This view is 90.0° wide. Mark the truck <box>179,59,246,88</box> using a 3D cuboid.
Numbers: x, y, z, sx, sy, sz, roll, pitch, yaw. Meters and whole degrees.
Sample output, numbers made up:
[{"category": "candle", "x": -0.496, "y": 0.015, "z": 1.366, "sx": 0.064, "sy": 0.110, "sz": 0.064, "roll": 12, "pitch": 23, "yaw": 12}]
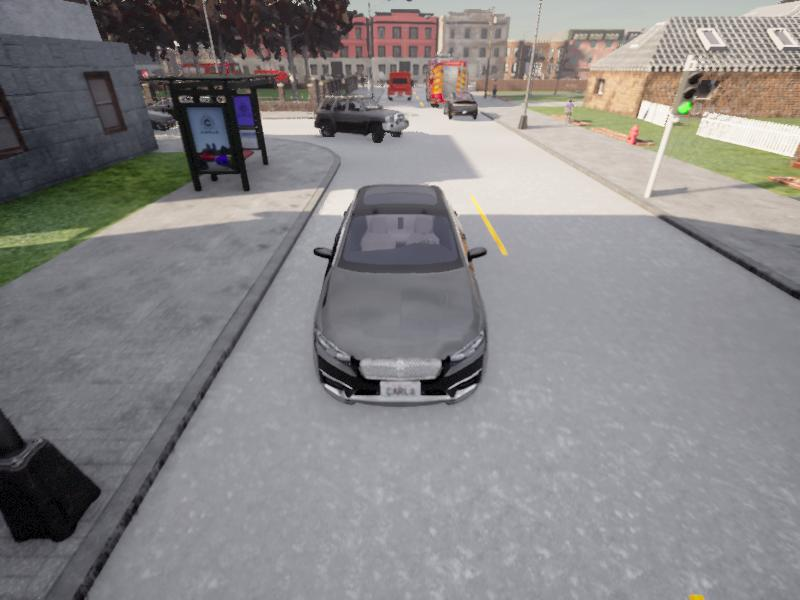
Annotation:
[{"category": "truck", "x": -29.049, "y": -35.266, "z": 62.396, "sx": 8.468, "sy": 3.827, "sz": 2.891, "roll": 0, "pitch": 30, "yaw": 0}]

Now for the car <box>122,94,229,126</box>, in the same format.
[{"category": "car", "x": -13.230, "y": -11.358, "z": 23.877, "sx": 4.902, "sy": 1.511, "sz": 2.128, "roll": 0, "pitch": 30, "yaw": 0}]

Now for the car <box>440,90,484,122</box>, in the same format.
[{"category": "car", "x": 3.998, "y": -12.961, "z": 26.613, "sx": 2.128, "sy": 1.511, "sz": 4.902, "roll": 0, "pitch": 30, "yaw": 0}]

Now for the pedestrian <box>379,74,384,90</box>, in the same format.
[{"category": "pedestrian", "x": -2.551, "y": -30.269, "z": 55.557, "sx": 0.751, "sy": 1.860, "sz": 0.751, "roll": -1, "pitch": 30, "yaw": -2}]

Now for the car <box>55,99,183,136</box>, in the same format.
[{"category": "car", "x": -14.192, "y": -9.345, "z": 20.460, "sx": 4.892, "sy": 1.490, "sz": 1.837, "roll": 0, "pitch": 30, "yaw": 0}]

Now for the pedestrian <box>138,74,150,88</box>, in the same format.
[{"category": "pedestrian", "x": -37.531, "y": -32.101, "z": 58.683, "sx": 0.751, "sy": 1.860, "sz": 0.751, "roll": 0, "pitch": 30, "yaw": -1}]

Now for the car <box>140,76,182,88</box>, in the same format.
[{"category": "car", "x": -37.578, "y": -34.319, "z": 62.958, "sx": 5.027, "sy": 1.651, "sz": 2.152, "roll": 0, "pitch": 30, "yaw": 0}]

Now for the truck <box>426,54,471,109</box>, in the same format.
[{"category": "truck", "x": 4.004, "y": -19.472, "z": 35.438, "sx": 2.891, "sy": 3.827, "sz": 8.468, "roll": 0, "pitch": 30, "yaw": 0}]

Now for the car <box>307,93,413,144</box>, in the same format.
[{"category": "car", "x": -1.865, "y": -8.637, "z": 18.874, "sx": 4.605, "sy": 1.855, "sz": 1.932, "roll": 17, "pitch": 33, "yaw": 27}]

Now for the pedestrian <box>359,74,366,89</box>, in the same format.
[{"category": "pedestrian", "x": -5.271, "y": -30.820, "z": 56.498, "sx": 0.751, "sy": 1.860, "sz": 0.751, "roll": 0, "pitch": 30, "yaw": 0}]

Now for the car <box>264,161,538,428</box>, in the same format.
[{"category": "car", "x": 0.006, "y": -0.653, "z": 5.604, "sx": 2.128, "sy": 1.511, "sz": 4.902, "roll": 0, "pitch": 30, "yaw": 0}]

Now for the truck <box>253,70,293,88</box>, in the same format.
[{"category": "truck", "x": -19.888, "y": -34.682, "z": 62.739, "sx": 5.204, "sy": 2.467, "sz": 2.627, "roll": 0, "pitch": 30, "yaw": -1}]

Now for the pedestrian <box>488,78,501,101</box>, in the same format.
[{"category": "pedestrian", "x": 8.983, "y": -19.918, "z": 37.886, "sx": 0.751, "sy": 1.860, "sz": 0.751, "roll": -7, "pitch": 31, "yaw": -11}]

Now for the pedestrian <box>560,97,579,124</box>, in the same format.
[{"category": "pedestrian", "x": 9.858, "y": -11.048, "z": 23.300, "sx": 0.751, "sy": 1.300, "sz": 0.751, "roll": 12, "pitch": 33, "yaw": 20}]

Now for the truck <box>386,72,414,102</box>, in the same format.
[{"category": "truck", "x": -0.007, "y": -21.663, "z": 40.517, "sx": 2.627, "sy": 2.467, "sz": 5.204, "roll": 0, "pitch": 30, "yaw": 0}]
